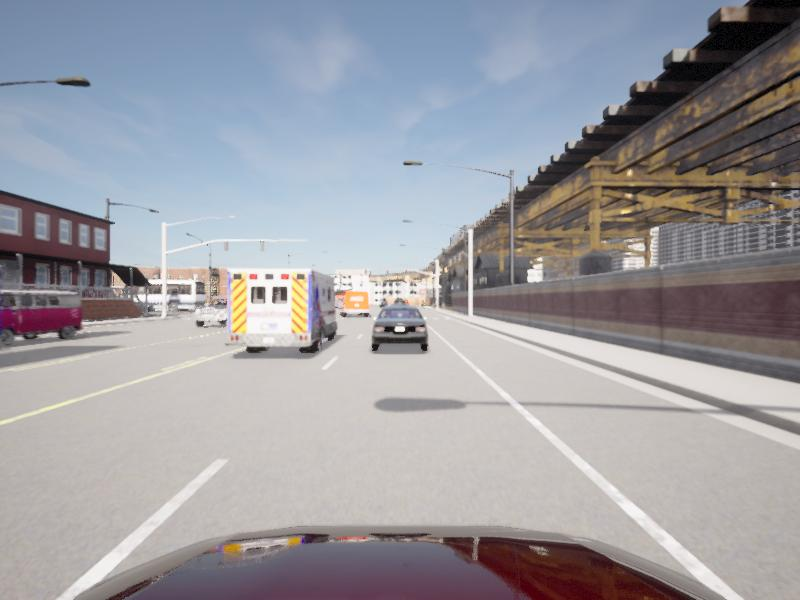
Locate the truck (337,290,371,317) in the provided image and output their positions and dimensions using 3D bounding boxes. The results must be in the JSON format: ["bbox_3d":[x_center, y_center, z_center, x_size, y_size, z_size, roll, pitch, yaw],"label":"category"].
[{"bbox_3d":[-4.647,0.374,39.557,2.627,2.467,5.204,1,0,-15],"label":"truck"}]

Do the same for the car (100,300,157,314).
[{"bbox_3d":[-31.228,0.791,46.103,5.238,1.638,1.930,0,0,0],"label":"car"}]

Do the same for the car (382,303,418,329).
[{"bbox_3d":[0.000,0.906,25.107,2.033,1.411,5.357,0,0,0],"label":"car"}]

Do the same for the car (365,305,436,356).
[{"bbox_3d":[0.002,0.901,14.148,2.033,1.411,5.357,0,0,0],"label":"car"}]

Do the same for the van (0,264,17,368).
[{"bbox_3d":[-10.503,0.381,6.547,2.351,2.431,6.366,0,0,0],"label":"van"}]

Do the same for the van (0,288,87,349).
[{"bbox_3d":[-13.981,0.602,14.498,1.775,1.987,4.442,0,0,0],"label":"van"}]

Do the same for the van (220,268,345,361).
[{"bbox_3d":[-3.508,0.384,13.628,2.351,2.431,6.366,0,0,0],"label":"van"}]

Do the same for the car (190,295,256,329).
[{"bbox_3d":[-10.503,0.663,24.181,1.932,1.855,4.605,0,0,0],"label":"car"}]

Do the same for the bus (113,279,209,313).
[{"bbox_3d":[-31.418,-0.510,52.969,10.273,4.253,3.944,0,0,0],"label":"bus"}]

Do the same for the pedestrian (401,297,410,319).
[{"bbox_3d":[0.480,0.652,34.427,0.751,1.860,0.751,0,0,4],"label":"pedestrian"}]
